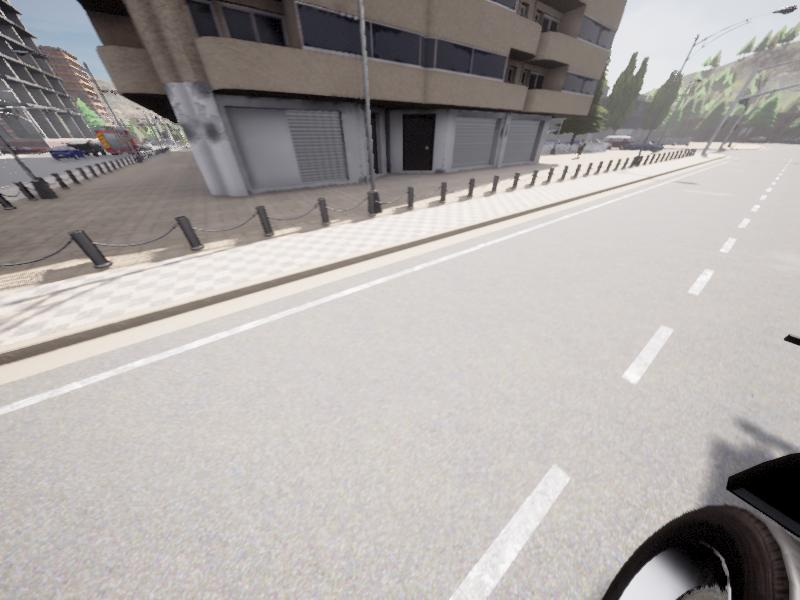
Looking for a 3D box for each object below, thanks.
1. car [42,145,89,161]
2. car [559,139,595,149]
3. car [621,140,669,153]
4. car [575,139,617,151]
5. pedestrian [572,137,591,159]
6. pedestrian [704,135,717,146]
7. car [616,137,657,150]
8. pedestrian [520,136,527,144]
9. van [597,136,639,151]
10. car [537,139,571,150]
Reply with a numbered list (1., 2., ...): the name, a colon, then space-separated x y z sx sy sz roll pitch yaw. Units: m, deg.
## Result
1. car: -43.682 -19.343 30.351 1.882 1.535 5.008 -22 41 -27
2. car: 34.683 -30.683 45.466 1.882 1.535 5.008 -22 41 -28
3. car: 38.229 -24.118 36.227 1.812 1.442 4.674 -21 40 -26
4. car: 34.394 -27.412 40.776 2.152 1.651 5.027 -22 41 -28
5. pedestrian: 18.691 -15.646 23.836 0.751 1.860 0.751 -29 44 -34
6. pedestrian: 64.773 -33.296 48.196 0.751 1.860 0.751 -26 43 -32
7. car: 42.803 -28.467 41.934 1.932 1.855 4.605 -22 41 -28
8. pedestrian: 34.675 -44.817 64.848 0.751 1.860 0.751 -18 39 -23
9. van: 38.440 -27.779 40.880 2.069 2.038 4.480 -22 41 -28
10. car: 30.270 -30.818 45.634 2.033 1.649 4.856 -22 41 -28
